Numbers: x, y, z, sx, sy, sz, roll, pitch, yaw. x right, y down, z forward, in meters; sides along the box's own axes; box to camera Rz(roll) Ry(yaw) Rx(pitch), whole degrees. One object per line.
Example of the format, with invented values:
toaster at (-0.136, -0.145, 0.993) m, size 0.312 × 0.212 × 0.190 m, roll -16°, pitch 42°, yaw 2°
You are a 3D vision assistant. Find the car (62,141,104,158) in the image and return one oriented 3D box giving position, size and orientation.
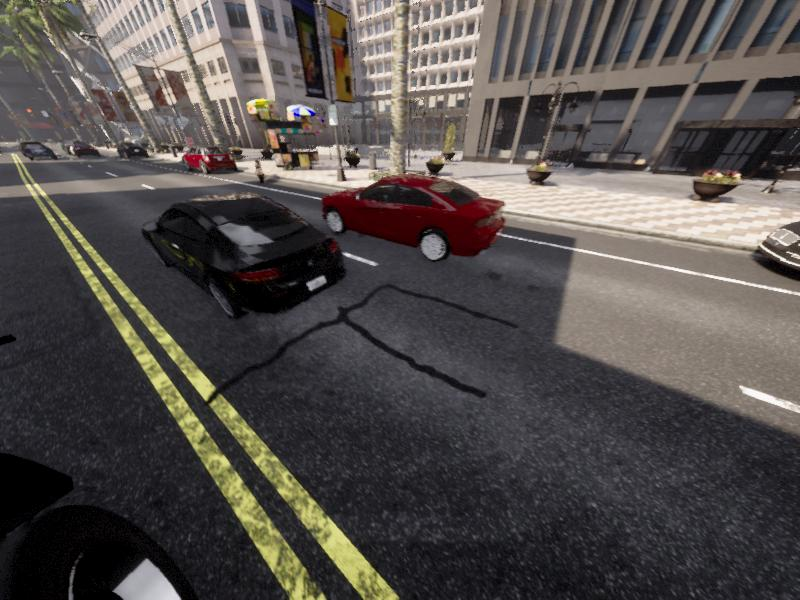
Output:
car at (-38.965, -18.507, 28.387) m, size 4.974 × 1.542 × 2.038 m, roll 23°, pitch 41°, yaw 28°

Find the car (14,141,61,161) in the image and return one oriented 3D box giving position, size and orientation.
car at (-39.581, -16.321, 25.202) m, size 4.856 × 1.649 × 2.033 m, roll 23°, pitch 41°, yaw 28°

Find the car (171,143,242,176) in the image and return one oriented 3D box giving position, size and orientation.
car at (-14.294, -10.526, 17.113) m, size 4.553 × 1.767 × 2.185 m, roll 22°, pitch 41°, yaw 28°

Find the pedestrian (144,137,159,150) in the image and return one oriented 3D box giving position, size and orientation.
pedestrian at (-42.122, -26.535, 39.132) m, size 0.751 × 1.860 × 0.751 m, roll 11°, pitch 36°, yaw 14°

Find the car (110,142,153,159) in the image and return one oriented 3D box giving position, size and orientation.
car at (-32.117, -17.888, 27.627) m, size 4.792 × 1.488 × 2.163 m, roll 22°, pitch 41°, yaw 28°

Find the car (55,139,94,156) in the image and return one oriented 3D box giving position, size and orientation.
car at (-44.065, -20.742, 31.272) m, size 4.553 × 1.767 × 2.097 m, roll 23°, pitch 41°, yaw 28°

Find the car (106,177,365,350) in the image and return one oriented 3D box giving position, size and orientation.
car at (-3.060, -1.157, 4.257) m, size 4.674 × 1.442 × 1.812 m, roll 22°, pitch 41°, yaw 28°

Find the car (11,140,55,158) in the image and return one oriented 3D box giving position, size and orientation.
car at (-45.140, -18.659, 28.418) m, size 4.611 × 1.667 × 2.242 m, roll 23°, pitch 41°, yaw 28°

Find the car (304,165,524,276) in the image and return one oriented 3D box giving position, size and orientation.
car at (0.078, -2.380, 5.940) m, size 5.008 × 1.535 × 1.882 m, roll 22°, pitch 41°, yaw 28°

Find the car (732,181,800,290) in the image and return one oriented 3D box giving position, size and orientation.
car at (9.774, -0.594, 3.512) m, size 4.892 × 1.521 × 2.231 m, roll 22°, pitch 41°, yaw 28°

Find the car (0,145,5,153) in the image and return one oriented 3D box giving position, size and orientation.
car at (-60.566, -22.535, 33.916) m, size 4.792 × 1.488 × 2.163 m, roll 23°, pitch 41°, yaw 28°

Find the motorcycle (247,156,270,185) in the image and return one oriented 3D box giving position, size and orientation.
motorcycle at (-8.354, -7.763, 13.753) m, size 0.764 × 1.277 × 2.356 m, roll -15°, pitch 38°, yaw -20°
